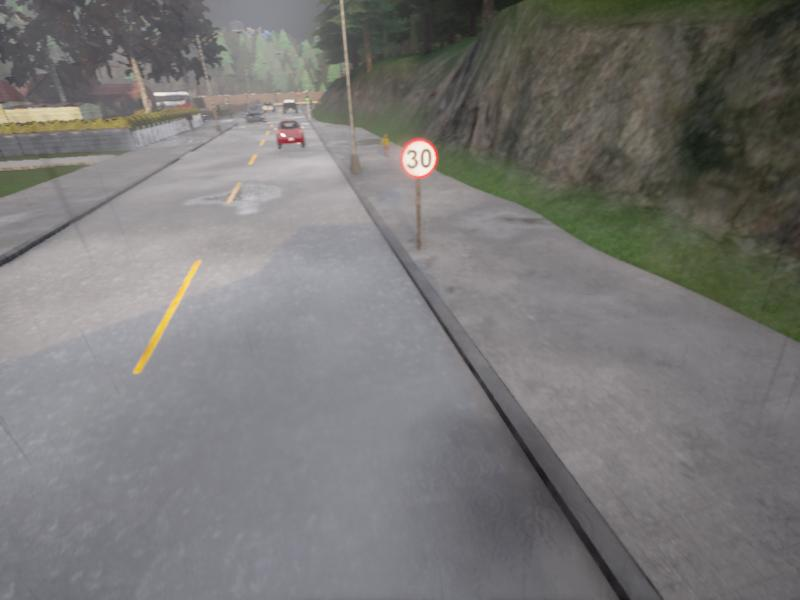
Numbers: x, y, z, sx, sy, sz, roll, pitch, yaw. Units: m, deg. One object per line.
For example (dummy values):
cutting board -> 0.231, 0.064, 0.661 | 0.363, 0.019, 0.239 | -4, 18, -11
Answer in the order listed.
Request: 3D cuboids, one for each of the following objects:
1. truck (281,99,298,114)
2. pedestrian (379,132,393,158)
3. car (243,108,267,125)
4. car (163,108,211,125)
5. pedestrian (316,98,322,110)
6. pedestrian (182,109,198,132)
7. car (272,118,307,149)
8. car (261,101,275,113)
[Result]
truck -> -19.169, -33.749, 69.617 | 2.390, 2.098, 6.274 | -8, 28, -11
pedestrian -> -0.654, -7.355, 18.986 | 0.500, 1.100, 0.500 | -9, 29, -12
car -> -17.540, -22.286, 48.381 | 2.038, 1.542, 4.974 | -13, 30, -19
car -> -27.808, -24.091, 52.491 | 5.027, 1.651, 2.152 | -8, 28, -11
pedestrian -> -13.781, -33.542, 68.410 | 0.751, 1.860, 0.751 | -8, 28, -11
pedestrian -> -19.774, -16.899, 37.700 | 0.751, 1.860, 0.751 | -8, 28, -11
car -> -7.113, -10.819, 25.857 | 1.845, 1.501, 3.633 | -8, 28, -11
car -> -24.813, -36.420, 75.354 | 1.932, 1.855, 4.605 | -8, 28, -11
